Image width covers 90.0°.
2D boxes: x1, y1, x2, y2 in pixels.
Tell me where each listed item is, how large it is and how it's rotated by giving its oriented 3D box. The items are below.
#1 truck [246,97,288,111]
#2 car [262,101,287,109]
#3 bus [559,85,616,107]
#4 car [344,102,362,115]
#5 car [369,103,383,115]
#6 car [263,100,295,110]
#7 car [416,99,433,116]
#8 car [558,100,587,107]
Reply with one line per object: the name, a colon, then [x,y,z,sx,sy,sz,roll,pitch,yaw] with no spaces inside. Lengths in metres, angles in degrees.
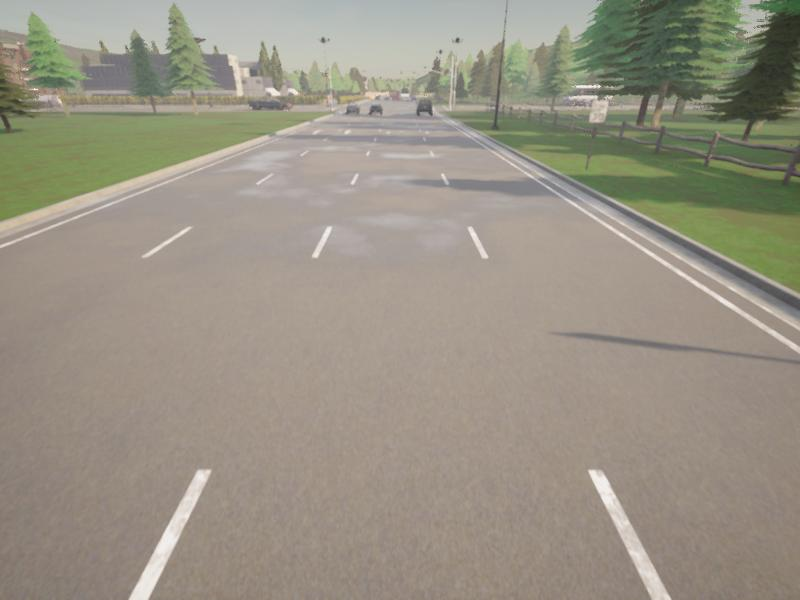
truck: [-23.475,-34.711,70.881,6.274,2.098,2.390,0,28,-1]
car: [-24.183,-37.619,77.251,4.181,1.385,1.994,0,28,-1]
bus: [42.312,-46.176,90.519,10.273,4.253,3.944,0,28,-1]
car: [-7.033,-28.892,60.343,2.128,1.511,4.902,0,28,0]
car: [-3.521,-28.487,59.582,1.837,1.490,4.892,0,28,0]
car: [-22.331,-36.125,74.110,5.027,1.651,2.152,0,28,-1]
car: [3.480,-27.768,57.597,2.150,2.045,5.566,0,27,0]
car: [38.006,-43.321,88.137,5.357,1.411,2.033,0,28,-1]
